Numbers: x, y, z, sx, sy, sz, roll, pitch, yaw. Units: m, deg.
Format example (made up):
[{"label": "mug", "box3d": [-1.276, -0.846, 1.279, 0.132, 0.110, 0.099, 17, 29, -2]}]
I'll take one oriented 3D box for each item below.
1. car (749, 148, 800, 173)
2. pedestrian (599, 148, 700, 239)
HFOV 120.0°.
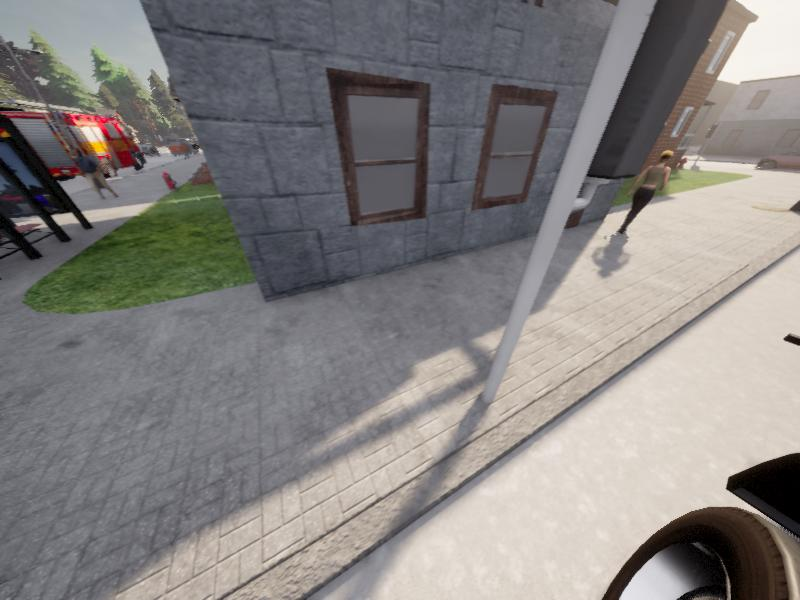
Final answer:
[{"label": "car", "box3d": [29.476, -10.070, 16.763, 1.994, 1.385, 4.181, -19, 39, -24]}, {"label": "pedestrian", "box3d": [5.957, -2.582, 5.650, 0.751, 1.860, 0.751, -17, 39, -22]}]
